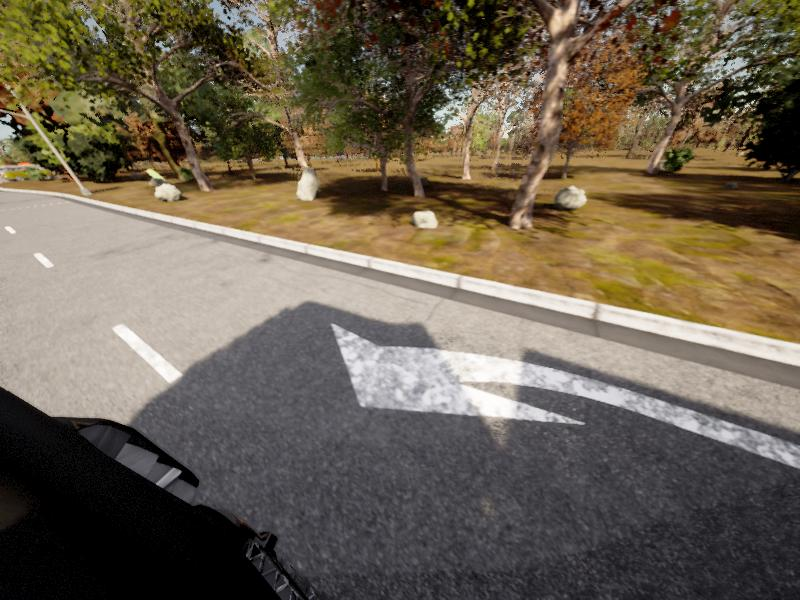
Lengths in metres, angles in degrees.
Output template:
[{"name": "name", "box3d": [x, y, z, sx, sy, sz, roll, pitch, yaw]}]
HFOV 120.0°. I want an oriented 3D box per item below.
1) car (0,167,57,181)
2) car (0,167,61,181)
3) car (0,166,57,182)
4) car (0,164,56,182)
[{"name": "car", "box3d": [-63.157, -21.393, 39.076, 1.946, 1.575, 5.366, 8, 35, 15]}, {"name": "car", "box3d": [-60.680, -20.695, 37.848, 1.946, 1.575, 5.366, 7, 35, 15]}, {"name": "car", "box3d": [-58.362, -19.791, 36.095, 2.185, 1.767, 4.553, 7, 35, 15]}, {"name": "car", "box3d": [-55.988, -18.949, 34.473, 1.878, 1.987, 4.442, 7, 35, 14]}]
